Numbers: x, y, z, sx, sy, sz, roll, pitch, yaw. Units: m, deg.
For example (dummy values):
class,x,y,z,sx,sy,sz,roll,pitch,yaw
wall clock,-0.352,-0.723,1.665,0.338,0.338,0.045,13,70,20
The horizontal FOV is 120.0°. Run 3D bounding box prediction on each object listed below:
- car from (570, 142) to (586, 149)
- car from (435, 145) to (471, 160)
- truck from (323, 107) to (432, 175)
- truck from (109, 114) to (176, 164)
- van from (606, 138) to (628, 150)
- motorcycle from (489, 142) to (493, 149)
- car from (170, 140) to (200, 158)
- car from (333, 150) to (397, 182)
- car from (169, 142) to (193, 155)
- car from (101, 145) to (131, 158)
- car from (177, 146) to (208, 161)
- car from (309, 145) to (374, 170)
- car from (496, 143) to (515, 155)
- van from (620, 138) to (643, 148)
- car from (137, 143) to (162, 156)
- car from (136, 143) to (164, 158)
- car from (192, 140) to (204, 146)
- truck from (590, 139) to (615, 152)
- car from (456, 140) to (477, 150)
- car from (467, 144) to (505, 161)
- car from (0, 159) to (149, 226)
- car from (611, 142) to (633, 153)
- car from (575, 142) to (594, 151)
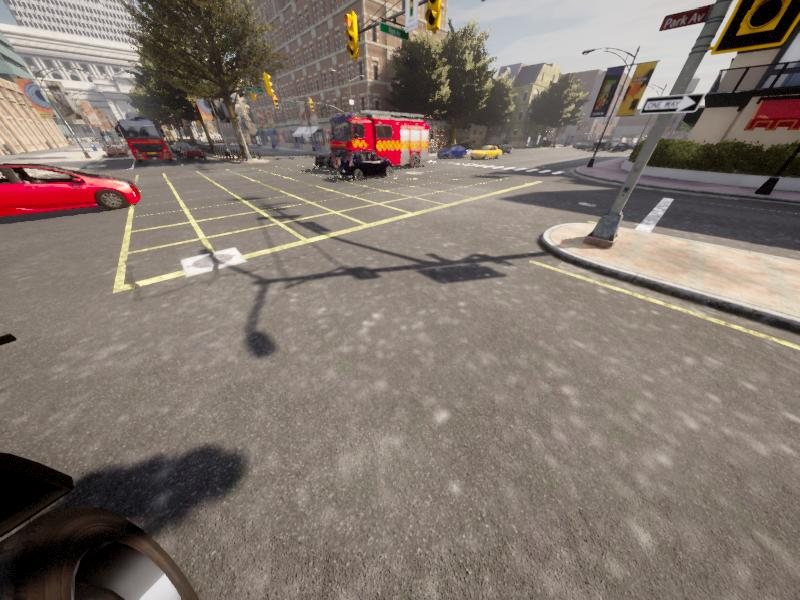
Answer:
class,x,y,z,sx,sy,sz,roll,pitch,yaw
car,45.690,-39.527,59.139,4.674,1.442,1.812,-28,44,-34
car,6.890,-19.105,29.852,4.674,1.442,1.812,-27,43,-33
truck,-1.382,-12.925,18.945,8.468,3.827,2.891,-28,44,-34
truck,-27.249,-17.094,24.681,2.891,3.827,8.468,-28,44,-34
van,53.753,-38.701,57.164,6.366,2.431,2.351,-28,44,-34
motorcycle,22.554,-38.273,57.106,0.764,1.277,2.356,2,34,20
car,-28.926,-20.319,31.013,2.097,1.767,4.553,-28,44,-34
car,-2.146,-8.840,15.129,3.633,1.501,1.845,-28,44,-34
car,-32.921,-22.724,34.677,1.970,1.475,3.806,-27,44,-33
car,-36.836,-19.373,30.035,1.895,1.301,4.718,-28,44,-34
car,-24.264,-17.156,26.987,1.895,1.301,4.718,-28,44,-34
car,-5.037,-12.843,20.699,5.238,1.638,1.930,-28,44,-34
car,17.757,-25.299,38.662,2.038,1.542,4.974,17,38,23
van,67.952,-46.130,67.819,6.366,2.431,2.351,-21,40,-27
car,-36.885,-22.195,33.990,1.994,1.385,4.181,-28,44,-34
car,-32.422,-19.416,29.980,1.970,1.475,3.806,-28,44,-34
car,-60.088,-46.794,68.670,1.970,1.475,3.806,-28,44,-34
truck,43.397,-33.103,49.427,6.274,2.098,2.390,-28,44,-34
car,14.892,-34.839,51.871,1.905,1.878,3.866,-26,43,-32
car,10.803,-18.434,28.808,5.366,1.575,1.801,-28,44,-34
car,-12.070,-3.732,7.802,2.007,1.525,4.514,29,44,34
car,45.220,-31.137,47.045,4.856,1.649,2.033,-28,44,-34
car,41.592,-34.647,52.128,4.892,1.490,1.837,-28,44,-34
